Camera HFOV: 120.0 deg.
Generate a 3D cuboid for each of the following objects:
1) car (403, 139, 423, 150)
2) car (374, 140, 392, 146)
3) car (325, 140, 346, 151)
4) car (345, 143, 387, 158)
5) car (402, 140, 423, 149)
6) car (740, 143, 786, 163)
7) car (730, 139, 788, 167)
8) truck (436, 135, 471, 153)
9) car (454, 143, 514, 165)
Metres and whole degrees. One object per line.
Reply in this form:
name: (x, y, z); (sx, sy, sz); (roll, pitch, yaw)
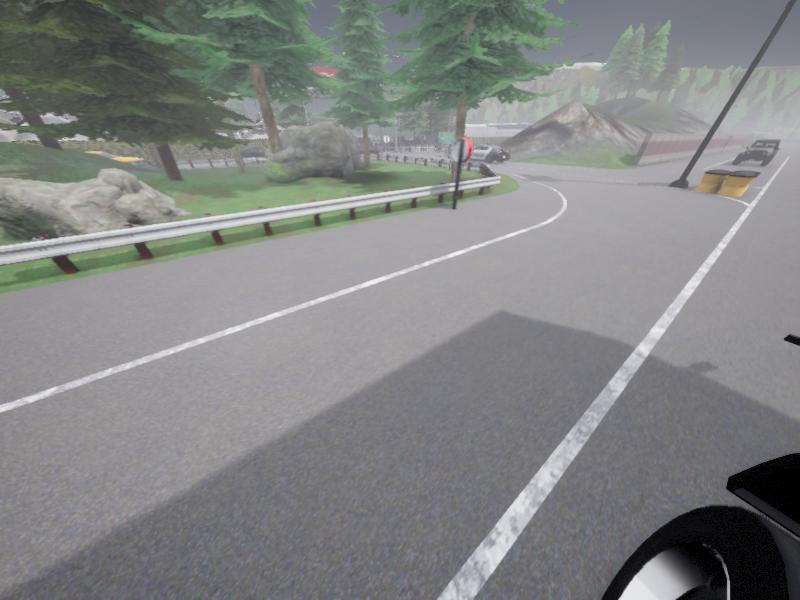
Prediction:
car: (2.689, -32.589, 48.408); (3.866, 1.878, 1.905); (-23, 41, -28)
car: (-5.076, -47.887, 70.443); (4.974, 1.542, 2.038); (-22, 41, -28)
car: (-12.853, -30.912, 46.160); (2.242, 1.667, 4.611); (-21, 40, -29)
car: (-4.370, -19.464, 30.005); (4.792, 1.488, 2.163); (-22, 40, -28)
car: (2.943, -36.564, 54.326); (4.611, 1.667, 2.242); (-23, 41, -28)
car: (36.465, -14.835, 23.229); (3.705, 1.549, 1.789); (-22, 41, -28)
car: (31.634, -13.002, 20.385); (3.866, 1.878, 1.905); (-22, 41, -28)
truck: (9.459, -27.786, 41.023); (5.204, 2.467, 2.627); (-19, 39, -25)
car: (7.853, -14.085, 22.112); (2.038, 1.542, 4.974); (-22, 41, -28)
